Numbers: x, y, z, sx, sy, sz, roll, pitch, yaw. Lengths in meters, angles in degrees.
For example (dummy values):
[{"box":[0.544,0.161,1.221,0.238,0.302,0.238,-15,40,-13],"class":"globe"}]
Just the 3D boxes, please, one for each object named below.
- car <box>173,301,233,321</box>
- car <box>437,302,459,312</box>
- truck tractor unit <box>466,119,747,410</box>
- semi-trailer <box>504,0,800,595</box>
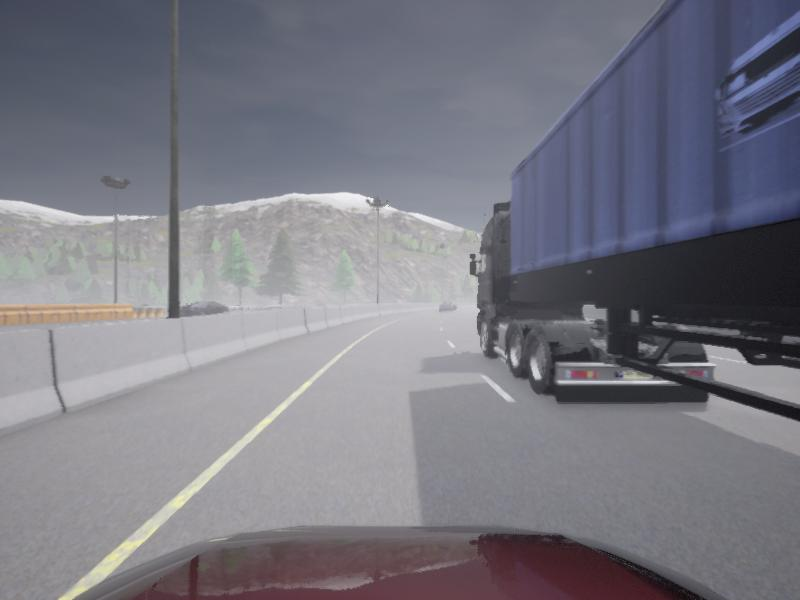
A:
[{"box":[-15.884,0.838,32.552,1.882,1.535,5.008,0,0,8],"class":"car"},{"box":[6.706,0.920,55.158,2.033,1.411,5.357,0,0,18],"class":"car"},{"box":[3.525,-0.517,9.066,3.053,4.208,6.516,0,0,1],"class":"truck tractor unit"},{"box":[3.506,-0.618,1.149,2.717,4.402,14.254,0,0,0],"class":"semi-trailer"}]
